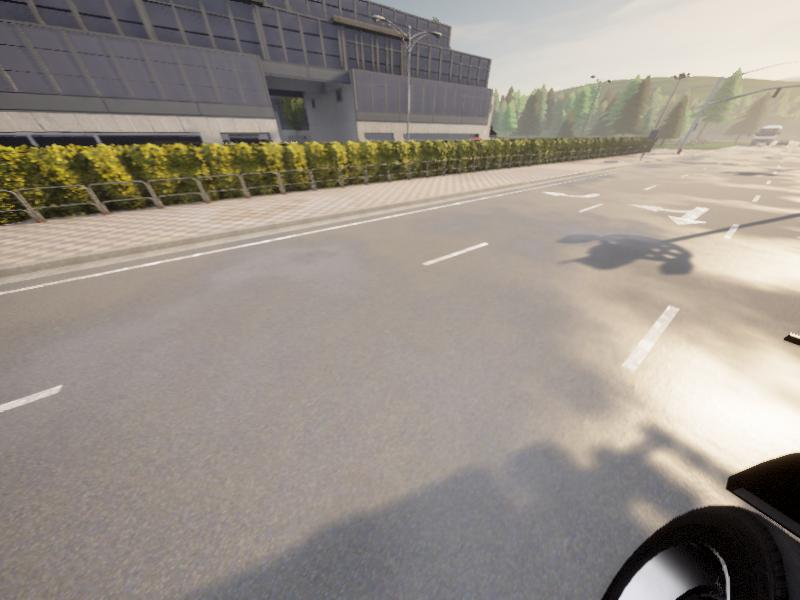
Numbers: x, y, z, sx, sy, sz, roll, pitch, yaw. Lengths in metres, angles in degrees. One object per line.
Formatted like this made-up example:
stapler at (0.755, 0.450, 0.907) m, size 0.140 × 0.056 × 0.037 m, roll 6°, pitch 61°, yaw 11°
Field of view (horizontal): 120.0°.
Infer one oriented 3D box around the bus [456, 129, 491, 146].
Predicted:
bus at (23.504, -52.660, 74.762) m, size 3.944 × 4.253 × 10.273 m, roll -22°, pitch 40°, yaw -27°
